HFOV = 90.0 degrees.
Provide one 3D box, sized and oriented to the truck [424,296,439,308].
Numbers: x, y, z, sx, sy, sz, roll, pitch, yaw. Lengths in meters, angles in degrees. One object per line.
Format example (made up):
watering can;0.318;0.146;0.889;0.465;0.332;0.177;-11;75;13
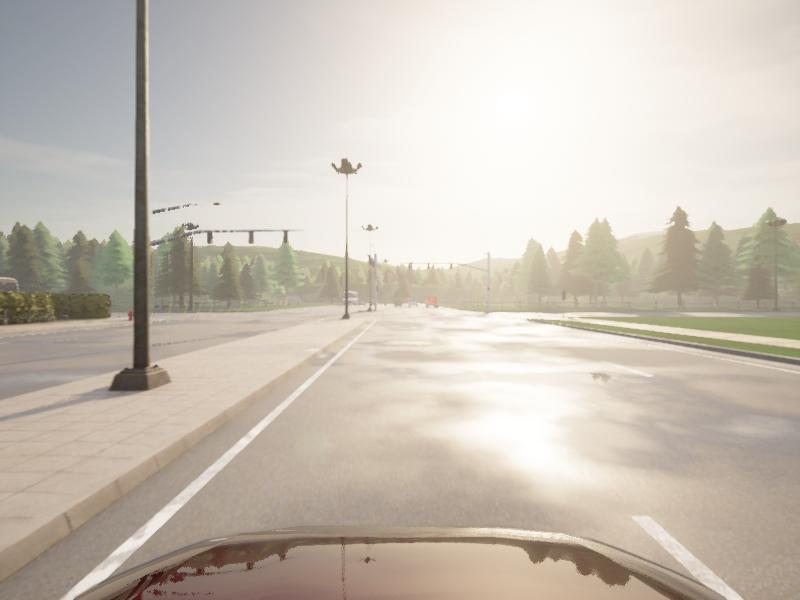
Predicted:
truck;6.638;0.385;85.113;2.627;2.467;5.204;0;0;0

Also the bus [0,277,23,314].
bus;-51.030;-0.518;46.745;10.273;4.253;3.944;0;0;1

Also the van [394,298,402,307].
van;-0.392;0.630;92.314;1.775;1.987;4.442;0;0;0
